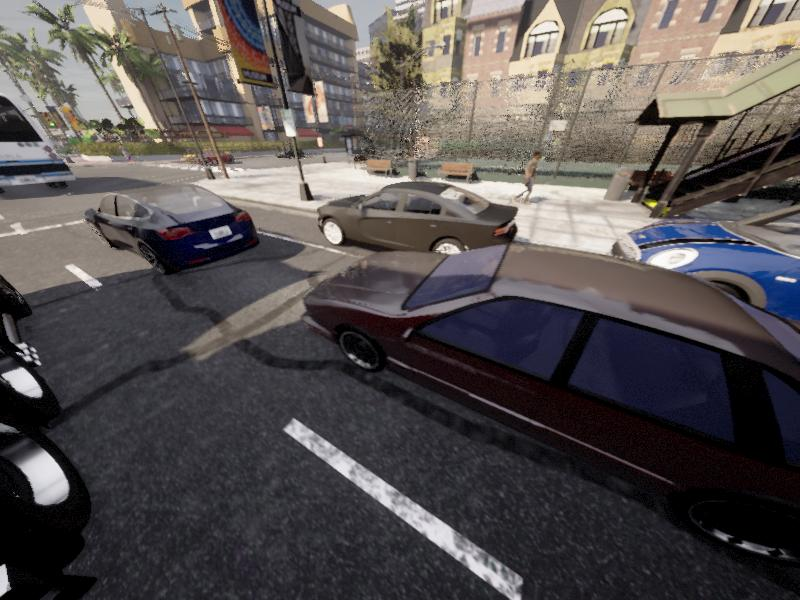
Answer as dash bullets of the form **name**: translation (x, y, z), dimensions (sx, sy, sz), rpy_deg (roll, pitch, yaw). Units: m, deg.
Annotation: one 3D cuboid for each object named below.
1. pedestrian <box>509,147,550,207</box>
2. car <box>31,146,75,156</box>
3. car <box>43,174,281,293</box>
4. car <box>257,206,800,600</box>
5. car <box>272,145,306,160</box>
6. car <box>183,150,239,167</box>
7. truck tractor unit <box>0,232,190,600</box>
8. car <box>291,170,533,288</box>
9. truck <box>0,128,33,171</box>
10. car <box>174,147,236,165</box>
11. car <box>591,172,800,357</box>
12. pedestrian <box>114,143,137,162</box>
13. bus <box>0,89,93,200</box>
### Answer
- **pedestrian**: translation (4.772, -4.555, 8.584), dimensions (0.751, 1.860, 0.751), rpy_deg (22, 41, 29)
- **car**: translation (-69.204, -29.908, 46.204), dimensions (2.007, 1.525, 4.514), rpy_deg (-2, 35, -3)
- **car**: translation (-5.605, -1.950, 5.561), dimensions (4.792, 1.488, 2.163), rpy_deg (18, 39, 24)
- **car**: translation (1.409, 0.288, 2.363), dimensions (5.357, 1.411, 2.033), rpy_deg (17, 39, 24)
- **car**: translation (-15.996, -21.450, 33.566), dimensions (1.851, 1.617, 3.988), rpy_deg (17, 38, 23)
- **car**: translation (-21.136, -16.038, 26.033), dimensions (1.994, 1.385, 4.181), rpy_deg (18, 39, 25)
- **truck tractor unit**: translation (-5.055, -0.352, 0.859), dimensions (6.516, 4.208, 3.053), rpy_deg (21, 40, 27)
- **car**: translation (0.150, -2.060, 5.625), dimensions (5.008, 1.535, 2.097), rpy_deg (17, 38, 23)
- **truck**: translation (-41.490, -14.620, 21.998), dimensions (8.468, 3.827, 2.891), rpy_deg (9, 36, 13)
- **car**: translation (-23.618, -17.693, 28.246), dimensions (1.801, 1.575, 5.366), rpy_deg (18, 39, 24)
- **car**: translation (5.831, -0.468, 3.073), dimensions (4.553, 1.767, 2.185), rpy_deg (17, 38, 23)
- **pedestrian**: translation (-32.463, -17.434, 27.387), dimensions (0.751, 1.860, 0.751), rpy_deg (6, 35, 9)
- **bus**: translation (-23.113, -8.512, 12.703), dimensions (10.273, 4.253, 3.944), rpy_deg (18, 39, 24)
